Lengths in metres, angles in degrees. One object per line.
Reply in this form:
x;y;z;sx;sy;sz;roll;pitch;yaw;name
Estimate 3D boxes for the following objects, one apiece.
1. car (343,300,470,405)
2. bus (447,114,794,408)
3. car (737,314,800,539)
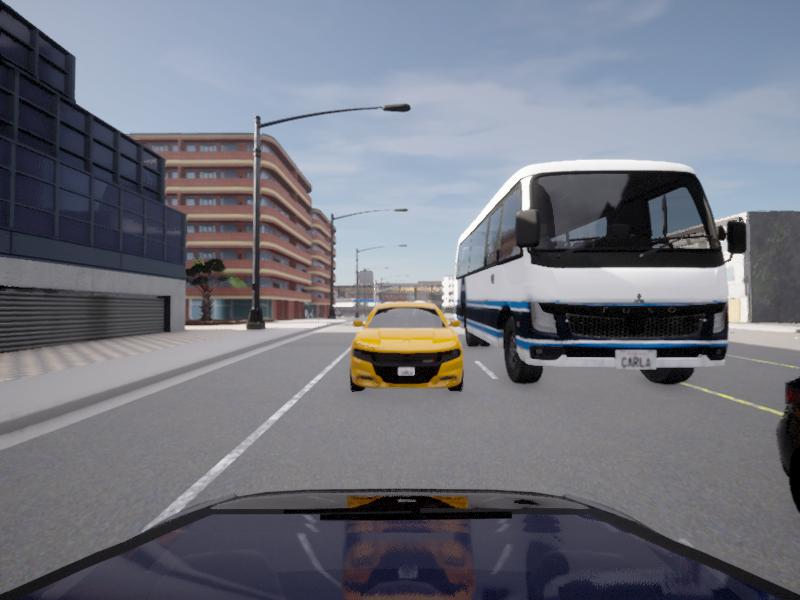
0.137;0.784;8.424;1.882;1.535;5.008;0;0;1;car
3.794;-0.583;10.945;3.944;4.253;10.273;0;0;1;bus
3.533;0.851;1.036;1.816;1.474;4.193;0;0;1;car
